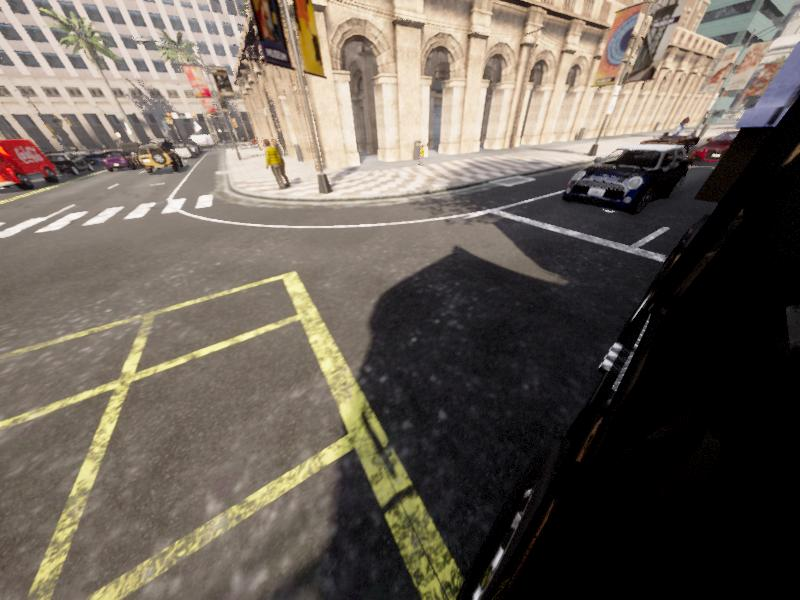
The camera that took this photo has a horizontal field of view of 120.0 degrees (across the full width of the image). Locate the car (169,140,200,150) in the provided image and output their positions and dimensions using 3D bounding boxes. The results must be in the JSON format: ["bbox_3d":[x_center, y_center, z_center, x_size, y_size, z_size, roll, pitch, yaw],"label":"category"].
[{"bbox_3d":[-46.588,-33.602,50.094,2.163,1.488,4.792,1,37,5],"label":"car"}]

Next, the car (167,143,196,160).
[{"bbox_3d":[-26.771,-18.328,28.463,1.845,1.501,3.633,-22,41,-24],"label":"car"}]

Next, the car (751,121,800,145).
[{"bbox_3d":[30.919,-13.494,18.583,4.181,1.385,1.994,-22,41,-24],"label":"car"}]

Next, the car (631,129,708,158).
[{"bbox_3d":[18.090,-10.553,15.508,4.718,1.301,1.895,-22,41,-24],"label":"car"}]

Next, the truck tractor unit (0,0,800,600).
[{"bbox_3d":[2.645,-0.295,0.351,6.516,4.208,3.053,-28,44,-30],"label":"truck tractor unit"}]

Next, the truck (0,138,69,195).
[{"bbox_3d":[-23.798,-8.003,13.731,2.627,2.467,5.204,-23,41,-24],"label":"truck"}]

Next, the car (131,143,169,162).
[{"bbox_3d":[-31.566,-18.840,29.348,1.930,1.638,5.238,-22,41,-23],"label":"car"}]

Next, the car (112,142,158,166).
[{"bbox_3d":[-27.943,-15.589,24.582,1.905,1.878,3.866,-22,41,-24],"label":"car"}]

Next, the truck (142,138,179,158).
[{"bbox_3d":[-35.886,-23.064,34.866,2.390,2.098,6.274,-22,41,-24],"label":"truck"}]

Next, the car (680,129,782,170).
[{"bbox_3d":[17.001,-7.833,11.897,4.181,1.385,1.994,-22,41,-24],"label":"car"}]

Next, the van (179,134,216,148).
[{"bbox_3d":[-49.464,-38.983,56.645,6.366,2.431,2.351,-22,41,-24],"label":"van"}]

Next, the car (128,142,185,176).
[{"bbox_3d":[-19.277,-11.470,18.570,1.932,1.855,4.605,-22,41,-24],"label":"car"}]

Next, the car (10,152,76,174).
[{"bbox_3d":[-34.229,-13.300,22.356,1.994,1.385,4.181,-22,41,-24],"label":"car"}]

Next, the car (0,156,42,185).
[{"bbox_3d":[-30.288,-9.627,17.194,2.033,1.411,5.357,-22,41,-24],"label":"car"}]

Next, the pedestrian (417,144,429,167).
[{"bbox_3d":[1.388,-8.781,14.057,0.500,1.100,0.500,-13,38,-14],"label":"pedestrian"}]

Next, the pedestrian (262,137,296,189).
[{"bbox_3d":[-5.229,-5.966,10.080,0.751,1.860,0.751,-17,39,-18],"label":"pedestrian"}]

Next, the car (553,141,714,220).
[{"bbox_3d":[7.026,-3.820,7.075,3.806,1.475,1.970,-22,41,-24],"label":"car"}]

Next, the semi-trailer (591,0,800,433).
[{"bbox_3d":[9.099,-3.294,3.790,14.254,4.402,2.717,-23,41,-25],"label":"semi-trailer"}]

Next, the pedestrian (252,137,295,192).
[{"bbox_3d":[-5.179,-5.572,9.552,0.751,1.860,0.751,28,46,34],"label":"pedestrian"}]

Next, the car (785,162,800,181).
[{"bbox_3d":[17.604,-5.663,8.833,4.974,1.542,2.038,-22,41,-24],"label":"car"}]

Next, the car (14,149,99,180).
[{"bbox_3d":[-27.560,-11.147,18.846,1.930,1.638,5.238,-22,41,-24],"label":"car"}]

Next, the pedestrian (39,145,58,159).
[{"bbox_3d":[-60.724,-25.600,39.942,0.751,1.860,0.751,-21,41,-23],"label":"pedestrian"}]

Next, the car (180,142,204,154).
[{"bbox_3d":[-33.787,-24.815,37.657,2.033,1.411,5.357,-22,41,-23],"label":"car"}]

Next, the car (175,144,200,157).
[{"bbox_3d":[-29.936,-21.198,32.679,1.895,1.301,4.718,-22,41,-24],"label":"car"}]

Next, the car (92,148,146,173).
[{"bbox_3d":[-24.794,-12.487,20.600,1.816,1.474,4.193,-22,41,-24],"label":"car"}]

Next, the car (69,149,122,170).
[{"bbox_3d":[-31.480,-14.724,24.084,1.994,1.385,4.181,-21,41,-23],"label":"car"}]

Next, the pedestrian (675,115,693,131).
[{"bbox_3d":[40.237,-25.042,32.696,0.751,1.860,0.751,-25,42,-27],"label":"pedestrian"}]
